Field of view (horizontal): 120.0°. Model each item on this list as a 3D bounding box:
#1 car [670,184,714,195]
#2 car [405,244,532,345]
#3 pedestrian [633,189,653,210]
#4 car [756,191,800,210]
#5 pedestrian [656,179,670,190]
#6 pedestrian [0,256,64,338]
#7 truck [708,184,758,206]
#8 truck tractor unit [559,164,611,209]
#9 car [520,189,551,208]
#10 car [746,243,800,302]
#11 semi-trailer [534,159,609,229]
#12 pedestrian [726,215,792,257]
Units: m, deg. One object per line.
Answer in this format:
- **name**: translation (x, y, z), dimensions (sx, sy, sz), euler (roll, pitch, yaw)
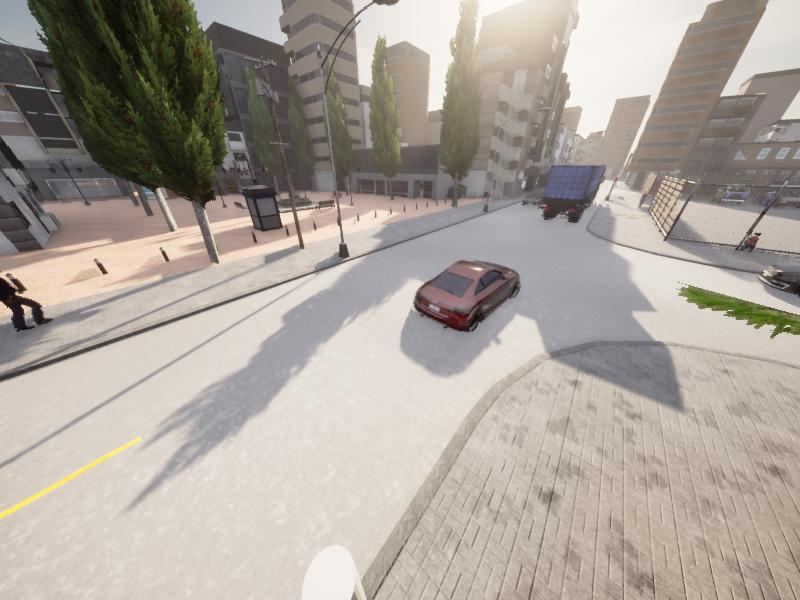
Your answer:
- **car**: translation (48.784, -18.550, 38.767), dimensions (4.181, 1.385, 1.994), euler (23, 37, 34)
- **car**: translation (2.345, -0.530, 7.557), dimensions (1.994, 1.385, 4.181), euler (26, 39, 37)
- **pedestrian**: translation (24.978, -10.312, 23.750), dimensions (0.751, 1.860, 0.751), euler (24, 38, 35)
- **car**: translation (43.557, -11.395, 26.194), dimensions (2.033, 1.415, 5.357), euler (23, 37, 34)
- **pedestrian**: translation (49.210, -21.576, 43.242), dimensions (0.751, 1.860, 0.751), euler (9, 31, 15)
- **pedestrian**: translation (-10.097, -0.072, 6.013), dimensions (0.751, 1.860, 0.751), euler (17, 34, 27)
- **truck**: translation (40.630, -13.001, 28.353), dimensions (2.069, 2.038, 4.478), euler (23, 37, 34)
- **truck tractor unit**: translation (21.478, -13.294, 26.813), dimensions (3.053, 4.208, 6.516), euler (22, 37, 34)
- **car**: translation (16.042, -12.014, 27.288), dimensions (2.007, 1.525, 4.514), euler (23, 37, 34)
- **car**: translation (15.539, -0.376, 7.165), dimensions (4.892, 1.490, 1.837), euler (23, 37, 33)
- **semi-trailer**: translation (16.395, -10.346, 21.502), dimensions (2.717, 4.402, 14.254), euler (23, 37, 34)
- **pedestrian**: translation (17.392, -3.115, 11.268), dimensions (0.751, 1.860, 0.751), euler (5, 30, 8)
